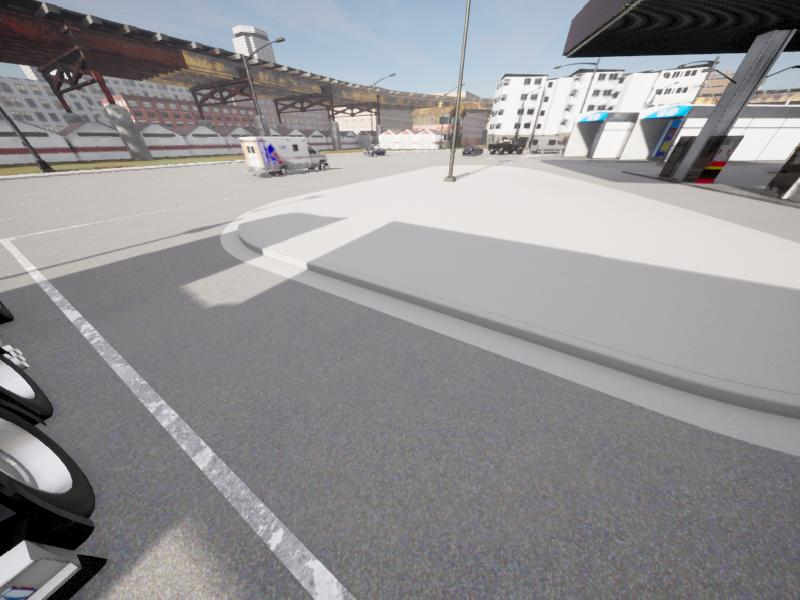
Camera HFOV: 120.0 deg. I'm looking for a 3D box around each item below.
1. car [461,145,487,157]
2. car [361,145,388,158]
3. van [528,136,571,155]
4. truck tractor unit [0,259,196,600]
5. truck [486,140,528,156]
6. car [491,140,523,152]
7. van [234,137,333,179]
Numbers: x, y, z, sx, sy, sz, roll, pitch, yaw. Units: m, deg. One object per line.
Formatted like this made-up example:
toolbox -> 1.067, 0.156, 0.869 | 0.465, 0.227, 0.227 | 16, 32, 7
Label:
car -> 11.618, -23.486, 36.287 | 3.633, 1.501, 1.845 | -24, 41, -30
car -> -3.881, -23.005, 35.758 | 1.970, 1.475, 3.806 | 22, 41, 29
van -> 26.159, -27.144, 40.549 | 5.915, 2.561, 1.988 | -6, 35, -7
truck tractor unit -> -5.103, -0.308, 0.790 | 6.516, 4.208, 3.053 | 19, 39, 24
truck -> 18.018, -25.792, 39.054 | 6.274, 2.098, 2.390 | -15, 38, -20
car -> 22.610, -32.704, 48.989 | 5.566, 2.045, 2.150 | -5, 35, -7
van -> -8.795, -11.451, 18.377 | 2.351, 2.431, 6.366 | 22, 40, 28
